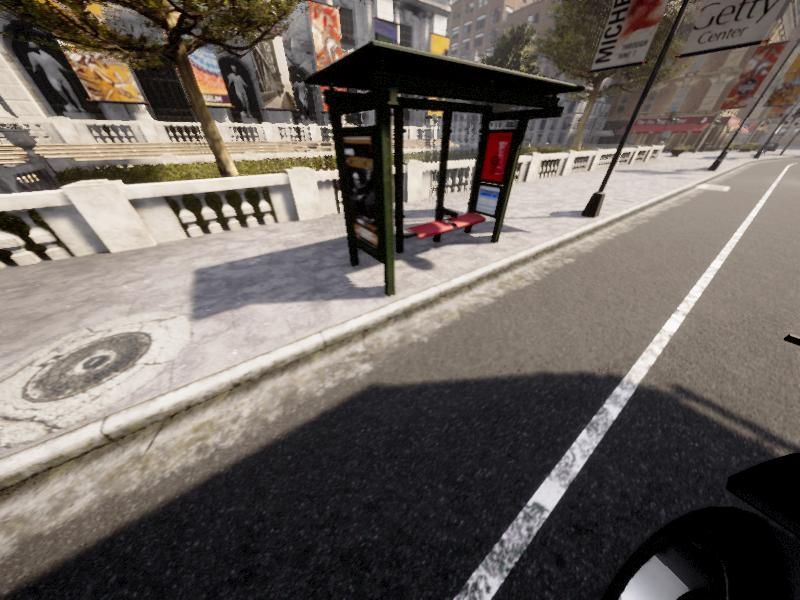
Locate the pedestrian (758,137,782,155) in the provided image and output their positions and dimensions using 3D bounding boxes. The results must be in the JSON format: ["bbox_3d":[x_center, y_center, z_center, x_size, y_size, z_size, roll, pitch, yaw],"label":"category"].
[{"bbox_3d":[46.173,-19.201,28.866,0.751,1.860,0.751,-24,41,-30],"label":"pedestrian"}]
